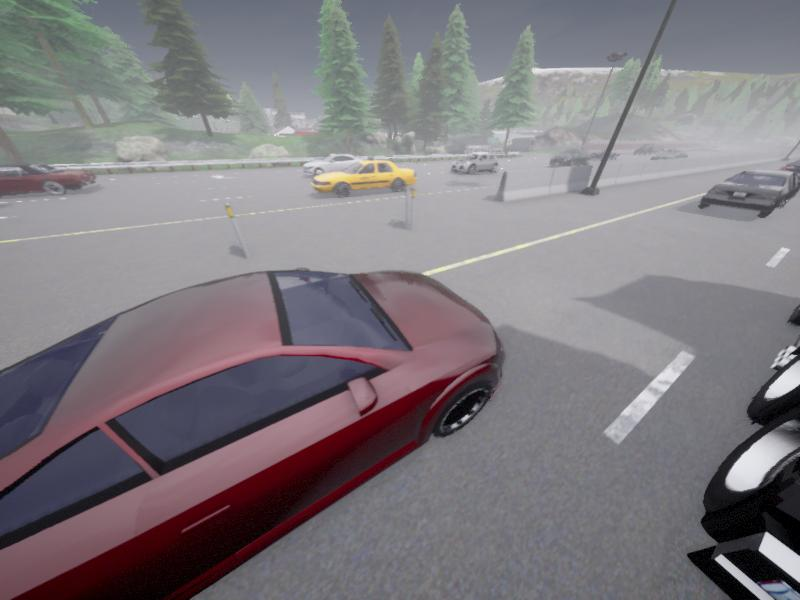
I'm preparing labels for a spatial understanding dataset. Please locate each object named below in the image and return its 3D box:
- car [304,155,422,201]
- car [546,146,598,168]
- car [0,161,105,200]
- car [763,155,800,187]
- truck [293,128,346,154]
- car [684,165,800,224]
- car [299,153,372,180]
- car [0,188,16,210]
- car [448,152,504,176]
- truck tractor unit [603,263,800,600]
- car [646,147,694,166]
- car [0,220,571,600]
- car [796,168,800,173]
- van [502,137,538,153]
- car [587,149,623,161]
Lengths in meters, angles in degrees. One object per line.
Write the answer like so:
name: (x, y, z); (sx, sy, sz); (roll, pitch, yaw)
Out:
car: (-1.667, -6.240, 11.588); (5.366, 1.575, 1.801); (-18, 39, -24)
car: (18.038, -15.047, 24.246); (4.553, 1.767, 2.097); (-18, 39, -24)
car: (-17.719, -5.515, 10.649); (4.718, 1.301, 1.895); (-18, 39, -24)
car: (26.914, -8.598, 15.283); (4.974, 1.542, 2.038); (-18, 39, -25)
truck: (-14.917, -29.724, 43.272); (8.468, 3.827, 2.891); (-16, 38, -22)
car: (14.272, -4.428, 9.290); (5.357, 1.411, 2.033); (-18, 39, -24)
car: (-4.602, -9.845, 16.866); (4.674, 1.442, 1.812); (-18, 39, -25)
car: (-17.067, -3.550, 7.555); (3.988, 1.617, 1.851); (-18, 39, -24)
car: (6.107, -11.035, 18.646); (3.806, 1.475, 1.970); (-18, 39, -24)
truck tractor unit: (5.108, -0.302, 0.795); (6.516, 4.208, 3.053); (-18, 39, -24)
car: (32.666, -17.426, 27.954); (5.027, 1.651, 2.152); (-18, 39, -24)
car: (-1.001, 0.551, 2.013); (4.181, 1.385, 1.994); (-18, 39, -24)
car: (39.207, -12.594, 21.146); (4.974, 1.542, 2.038); (-18, 39, -24)
van: (24.014, -31.183, 46.515); (1.988, 2.561, 5.915); (-18, 39, -25)
car: (29.380, -20.840, 33.121); (4.718, 1.301, 1.895); (-18, 39, -24)
